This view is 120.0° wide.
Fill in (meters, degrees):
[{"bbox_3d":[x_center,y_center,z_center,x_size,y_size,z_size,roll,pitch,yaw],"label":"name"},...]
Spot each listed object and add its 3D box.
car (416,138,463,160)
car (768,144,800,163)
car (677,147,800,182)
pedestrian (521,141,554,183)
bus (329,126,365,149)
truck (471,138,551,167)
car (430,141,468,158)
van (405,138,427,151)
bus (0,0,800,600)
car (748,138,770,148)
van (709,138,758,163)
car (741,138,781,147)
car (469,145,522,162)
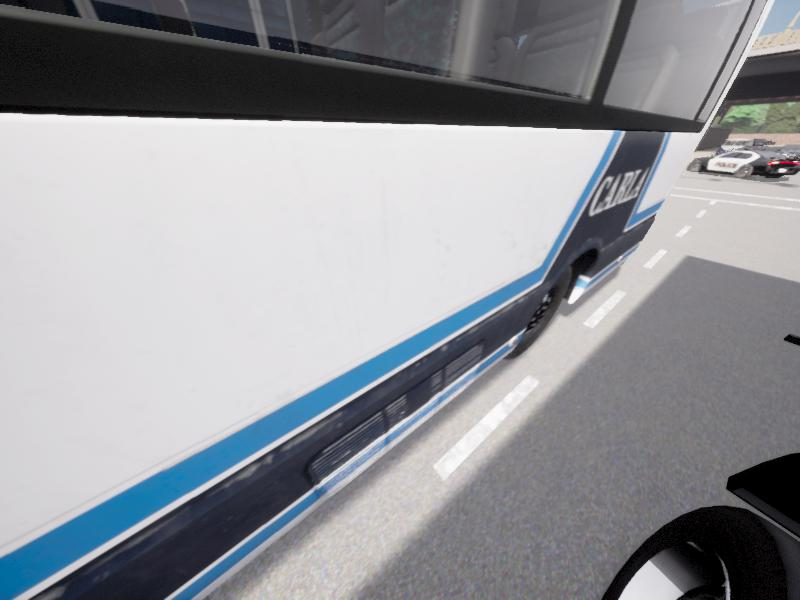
[{"bbox_3d":[4.648,-18.576,28.348,2.150,2.045,5.566,-23,41,-29],"label":"car"},{"bbox_3d":[40.371,-15.276,23.981,4.674,1.442,1.812,-24,41,-29],"label":"car"},{"bbox_3d":[21.802,-8.877,14.936,2.038,1.542,4.974,2,35,4],"label":"car"},{"bbox_3d":[7.308,-7.370,12.379,0.751,1.860,0.751,-19,39,-24],"label":"pedestrian"},{"bbox_3d":[-13.087,-39.854,56.750,3.944,4.253,10.273,-23,41,-29],"label":"bus"},{"bbox_3d":[10.280,-14.247,22.111,2.390,2.098,6.274,-23,41,-29],"label":"truck"},{"bbox_3d":[6.507,-20.378,31.207,2.242,1.667,4.611,-24,42,-29],"label":"car"},{"bbox_3d":[3.057,-29.946,44.533,1.775,1.987,4.442,-23,41,-29],"label":"van"},{"bbox_3d":[-1.031,-0.909,1.519,10.273,4.253,3.944,-23,41,-29],"label":"bus"},{"bbox_3d":[79.778,-34.907,51.316,4.856,1.649,2.033,-23,41,-29],"label":"car"},{"bbox_3d":[34.847,-15.686,24.139,4.442,1.987,1.775,-21,40,-27],"label":"van"},{"bbox_3d":[85.609,-37.471,54.903,2.033,1.649,4.856,-23,41,-28],"label":"car"},{"bbox_3d":[10.784,-16.953,26.557,2.033,1.411,5.357,-23,41,-29],"label":"car"}]
